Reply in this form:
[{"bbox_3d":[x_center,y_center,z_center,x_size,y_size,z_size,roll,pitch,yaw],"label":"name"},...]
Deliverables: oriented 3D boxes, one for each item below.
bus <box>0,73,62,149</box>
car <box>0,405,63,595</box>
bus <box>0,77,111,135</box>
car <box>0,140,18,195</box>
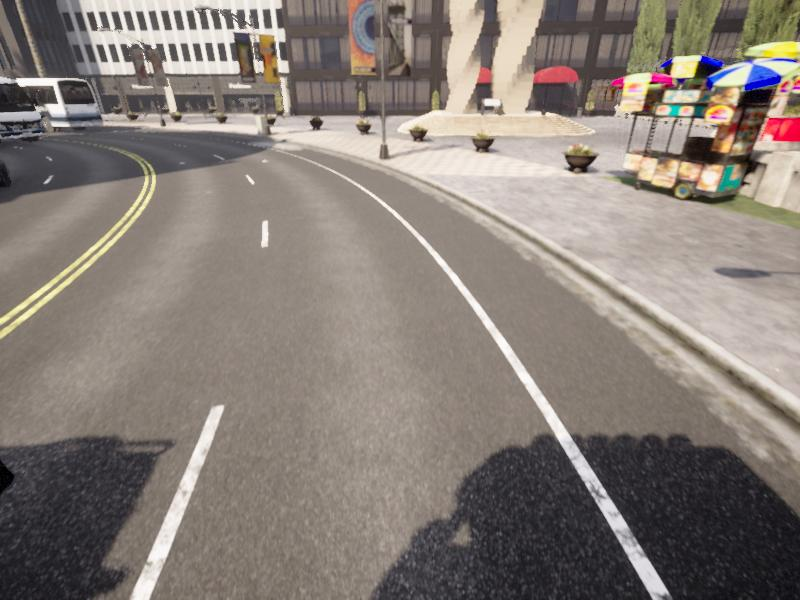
[{"bbox_3d":[-29.903,-12.820,26.916,10.273,4.253,3.944,4,28,6],"label":"bus"},{"bbox_3d":[-3.579,1.975,0.742,1.932,1.855,4.605,-1,28,-3],"label":"car"},{"bbox_3d":[-32.423,-17.504,35.995,10.273,4.253,3.944,9,28,16],"label":"bus"},{"bbox_3d":[-14.398,-3.992,12.720,2.038,1.542,4.974,-15,31,-26],"label":"car"}]
